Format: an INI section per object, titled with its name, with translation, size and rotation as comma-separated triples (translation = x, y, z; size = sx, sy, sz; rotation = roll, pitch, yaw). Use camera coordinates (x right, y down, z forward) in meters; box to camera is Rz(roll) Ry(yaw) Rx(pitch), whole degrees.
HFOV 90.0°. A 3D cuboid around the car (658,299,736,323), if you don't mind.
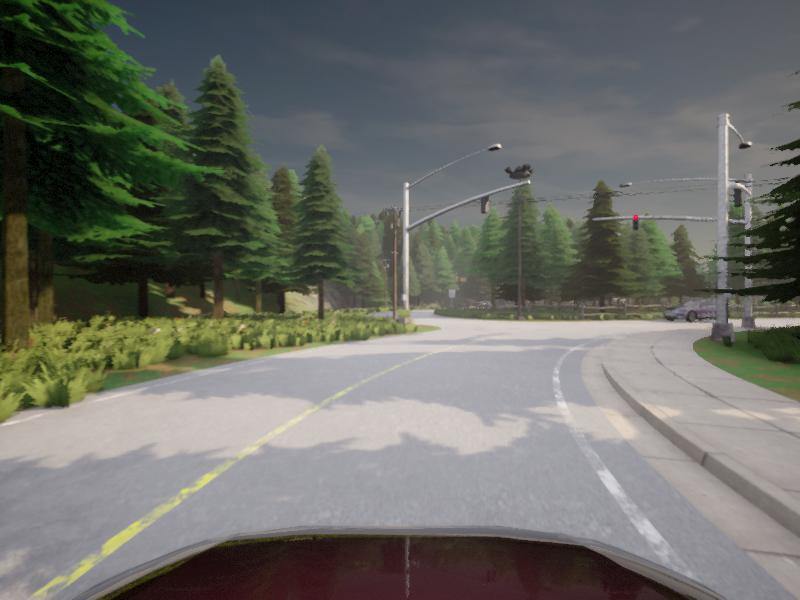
[car]
translation = 21.869, 0.759, 29.519
size = 4.856, 1.649, 2.033
rotation = 0, 0, -14
